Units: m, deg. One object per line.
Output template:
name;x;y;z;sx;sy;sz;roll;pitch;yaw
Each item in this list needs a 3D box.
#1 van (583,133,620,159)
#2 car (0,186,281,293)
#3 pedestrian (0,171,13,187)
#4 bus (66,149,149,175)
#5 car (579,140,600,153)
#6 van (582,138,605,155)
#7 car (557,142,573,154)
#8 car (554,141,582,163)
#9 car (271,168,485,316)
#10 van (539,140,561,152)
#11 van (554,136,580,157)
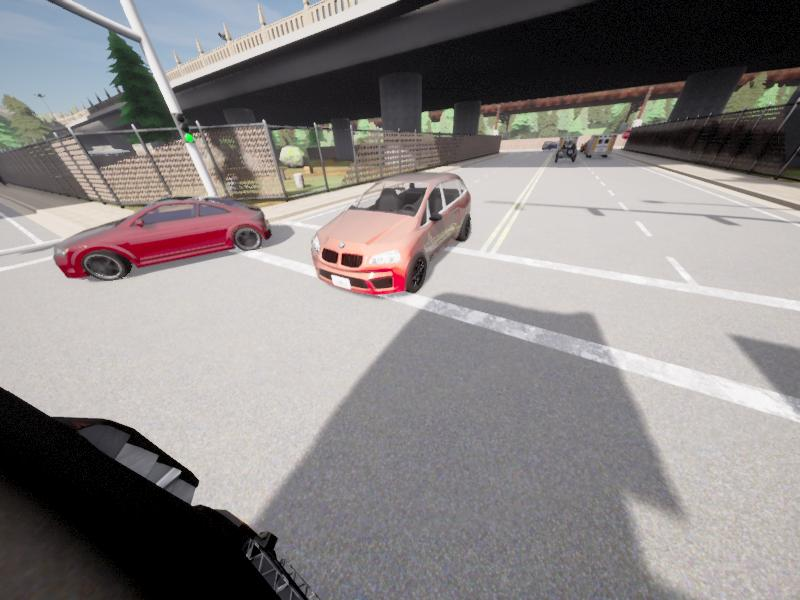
van;25.639;-19.832;29.749;2.351;2.431;6.366;16;38;26
car;-5.696;-1.848;5.945;4.181;1.385;1.994;-22;38;-26
pedestrian;-46.976;-14.346;27.062;0.751;1.860;0.751;14;37;24
bus;-65.753;-31.414;52.441;3.944;4.253;10.273;16;38;26
car;32.567;-26.461;39.784;2.097;1.767;4.553;16;38;26
van;29.534;-23.524;35.415;1.775;1.987;4.442;16;38;26
car;29.372;-27.072;41.116;1.851;1.617;3.988;16;38;26
car;19.118;-16.979;26.440;1.932;1.855;4.605;16;38;26
car;0.114;-1.850;5.254;2.242;1.667;4.611;16;37;26
van;33.239;-34.248;51.287;4.442;1.987;1.775;-23;38;-27
van;25.596;-23.671;35.535;2.351;2.431;6.366;16;38;26
